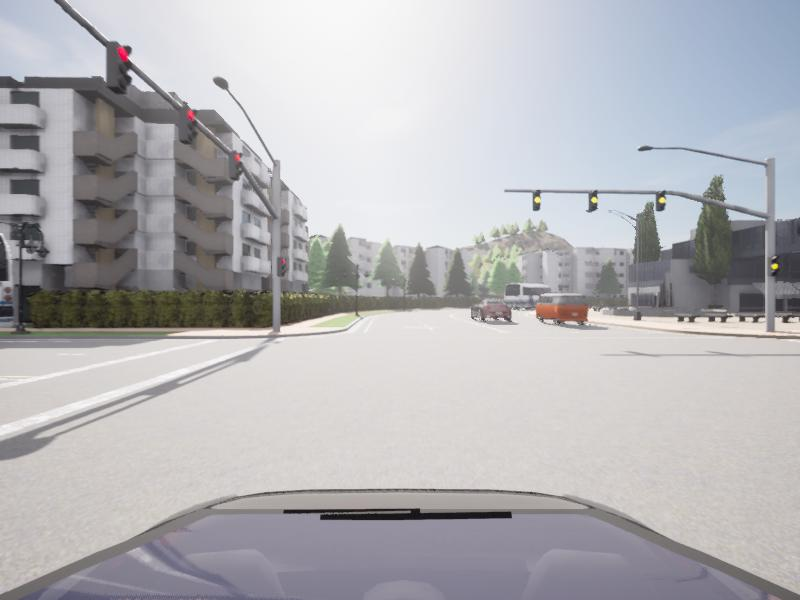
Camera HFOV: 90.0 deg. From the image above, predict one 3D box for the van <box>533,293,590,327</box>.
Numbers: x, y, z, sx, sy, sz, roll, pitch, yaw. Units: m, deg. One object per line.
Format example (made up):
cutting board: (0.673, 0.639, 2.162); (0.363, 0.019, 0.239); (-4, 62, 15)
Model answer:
van: (10.274, 0.603, 25.853); (1.775, 1.987, 4.442); (0, 0, -2)

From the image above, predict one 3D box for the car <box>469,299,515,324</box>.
car: (6.678, 0.786, 29.750); (2.152, 1.651, 5.027); (0, 0, -1)

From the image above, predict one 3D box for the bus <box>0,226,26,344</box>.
bus: (-19.526, -0.534, 13.450); (10.273, 4.253, 3.944); (0, 0, 1)

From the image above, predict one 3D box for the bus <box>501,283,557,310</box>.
bus: (21.618, -0.523, 66.717); (10.273, 4.253, 3.944); (0, 0, -40)
